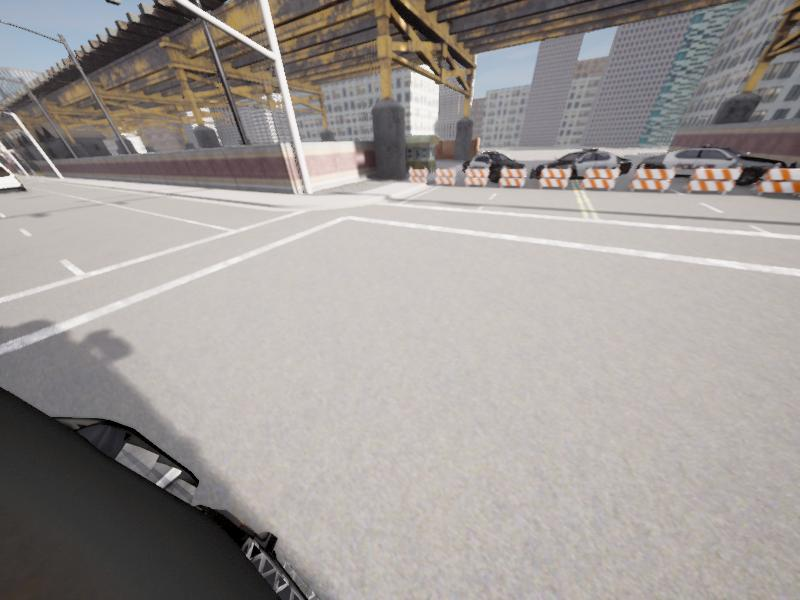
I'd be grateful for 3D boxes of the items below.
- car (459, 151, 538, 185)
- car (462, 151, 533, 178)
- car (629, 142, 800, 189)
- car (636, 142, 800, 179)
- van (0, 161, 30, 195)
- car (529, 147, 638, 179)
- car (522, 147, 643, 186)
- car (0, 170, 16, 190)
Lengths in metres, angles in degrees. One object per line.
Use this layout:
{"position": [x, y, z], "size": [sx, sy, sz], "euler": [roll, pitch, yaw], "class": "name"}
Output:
{"position": [6.069, -8.752, 15.079], "size": [2.038, 1.542, 4.974], "euler": [-11, 35, -12], "class": "car"}
{"position": [6.047, -8.910, 15.033], "size": [1.853, 1.218, 4.536], "euler": [-11, 35, -12], "class": "car"}
{"position": [15.101, -6.680, 11.301], "size": [2.038, 1.542, 4.974], "euler": [-21, 38, -24], "class": "car"}
{"position": [15.067, -6.834, 11.251], "size": [1.853, 1.218, 4.536], "euler": [-21, 38, -24], "class": "car"}
{"position": [-38.472, -11.653, 21.951], "size": [5.915, 2.561, 1.988], "euler": [16, 38, 26], "class": "van"}
{"position": [10.107, -7.751, 12.996], "size": [4.536, 1.218, 1.853], "euler": [-6, 34, -4], "class": "car"}
{"position": [10.062, -7.615, 13.080], "size": [4.974, 1.542, 2.038], "euler": [-6, 34, -4], "class": "car"}
{"position": [-45.381, -13.366, 25.613], "size": [3.866, 1.878, 1.905], "euler": [16, 38, 26], "class": "car"}
